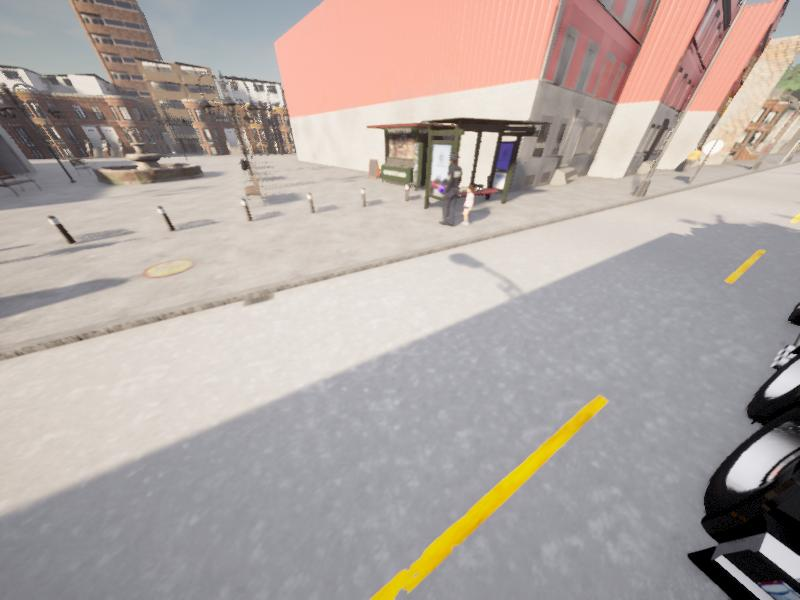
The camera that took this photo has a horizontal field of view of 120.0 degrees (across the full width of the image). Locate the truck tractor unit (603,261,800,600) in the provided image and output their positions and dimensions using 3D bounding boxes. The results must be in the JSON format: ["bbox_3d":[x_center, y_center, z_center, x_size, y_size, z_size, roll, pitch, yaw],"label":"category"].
[{"bbox_3d":[5.104,-0.307,0.794,6.516,4.208,3.053,-18,39,-24],"label":"truck tractor unit"}]

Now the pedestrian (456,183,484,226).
[{"bbox_3d":[2.074,-2.844,6.929,0.500,1.100,0.500,-4,35,-6],"label":"pedestrian"}]

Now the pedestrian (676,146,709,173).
[{"bbox_3d":[24.005,-11.554,18.980,0.751,1.860,0.751,-17,39,-24],"label":"pedestrian"}]

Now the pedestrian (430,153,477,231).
[{"bbox_3d":[1.446,-3.043,6.544,0.751,1.860,0.751,-18,39,-25],"label":"pedestrian"}]
